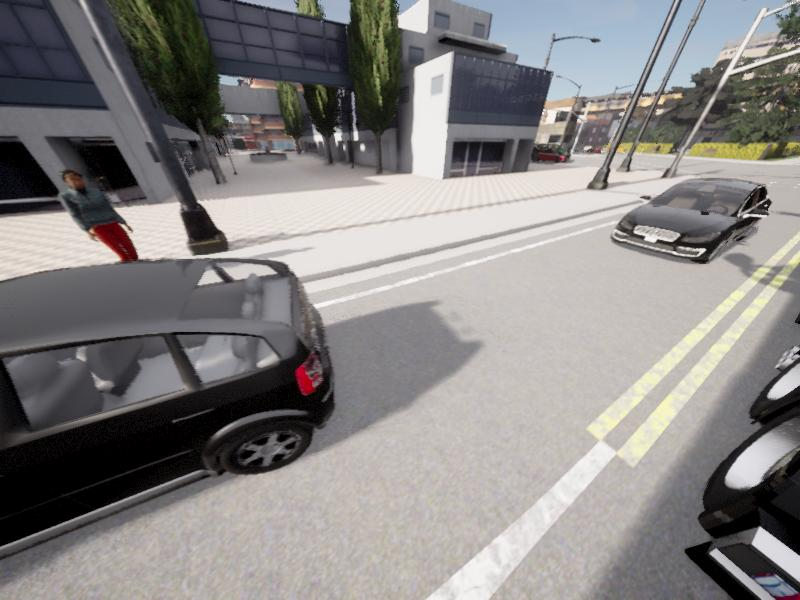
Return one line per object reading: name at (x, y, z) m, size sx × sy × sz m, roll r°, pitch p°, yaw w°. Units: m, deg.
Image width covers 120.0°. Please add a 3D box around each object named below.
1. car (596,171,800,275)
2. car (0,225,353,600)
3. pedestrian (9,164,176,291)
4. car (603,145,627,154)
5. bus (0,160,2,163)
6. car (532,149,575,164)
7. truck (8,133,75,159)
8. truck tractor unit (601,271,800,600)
car at (7.869, -2.312, 6.119) m, size 4.892 × 1.490 × 1.837 m, roll -19°, pitch 38°, yaw -23°
car at (-2.483, 0.669, 1.759) m, size 3.705 × 1.549 × 1.789 m, roll -14°, pitch 37°, yaw -19°
pedestrian at (-4.963, -1.194, 3.914) m, size 0.751 × 1.860 × 0.751 m, roll 13°, pitch 36°, yaw 18°
car at (49.628, -34.868, 53.533) m, size 1.801 × 1.575 × 5.366 m, roll 8°, pitch 35°, yaw 12°
bus at (-56.934, -18.631, 27.884) m, size 3.944 × 4.253 × 10.273 m, roll -18°, pitch 38°, yaw -24°
car at (20.058, -18.945, 30.366) m, size 1.816 × 1.474 × 4.193 m, roll -18°, pitch 38°, yaw -24°
truck at (-68.266, -29.618, 44.410) m, size 2.891 × 3.827 × 8.468 m, roll -18°, pitch 38°, yaw -24°
truck tractor unit at (5.110, -0.302, 0.772) m, size 6.516 × 4.208 × 3.053 m, roll -18°, pitch 38°, yaw -23°
